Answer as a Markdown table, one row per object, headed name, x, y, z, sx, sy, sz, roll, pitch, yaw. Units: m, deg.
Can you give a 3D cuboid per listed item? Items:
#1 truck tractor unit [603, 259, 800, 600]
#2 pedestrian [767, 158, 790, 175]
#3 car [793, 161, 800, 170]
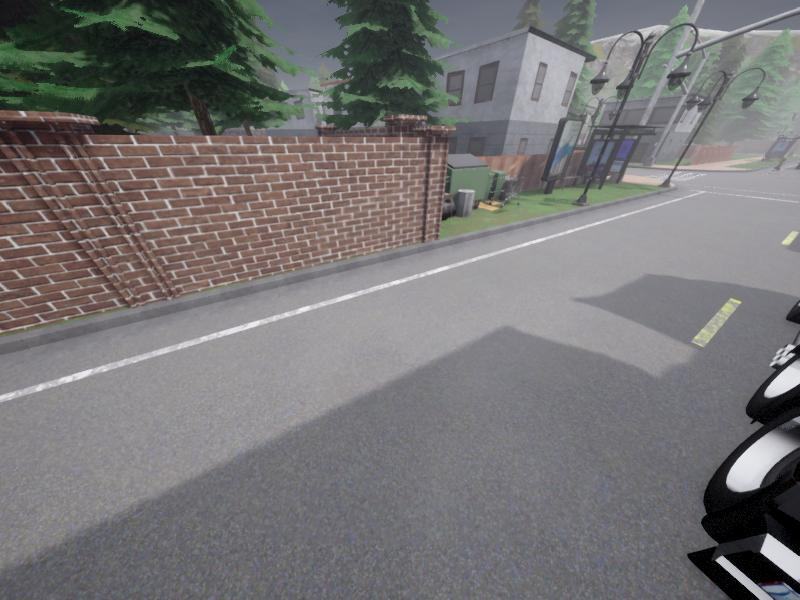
| name | x | y | z | sx | sy | sz | roll | pitch | yaw |
| --- | --- | --- | --- | --- | --- | --- | --- | --- | --- |
| truck tractor unit | 5.101 | -0.311 | 0.793 | 6.516 | 4.208 | 3.053 | -19 | 39 | -24 |
| pedestrian | 30.867 | -10.884 | 18.846 | 0.500 | 1.100 | 0.500 | -24 | 42 | -31 |
| car | 40.926 | -13.683 | 22.153 | 5.566 | 2.045 | 2.150 | -18 | 39 | -25 |
